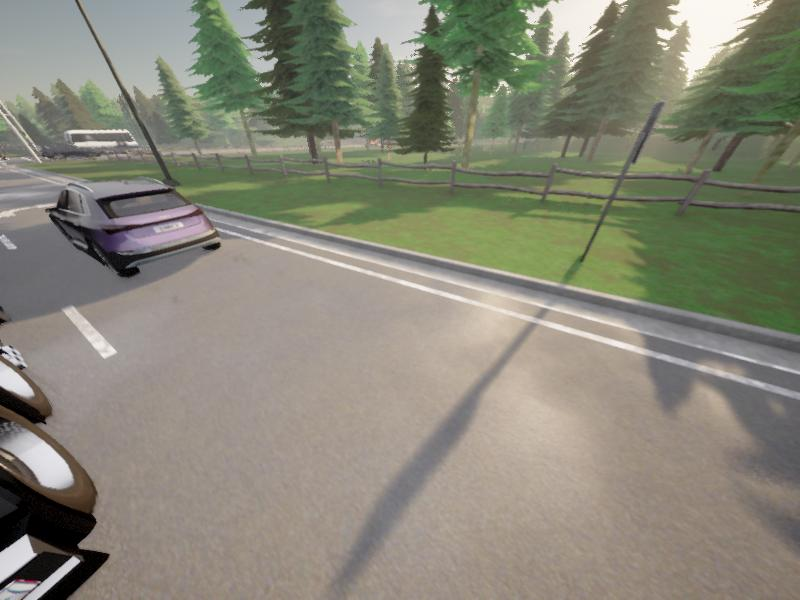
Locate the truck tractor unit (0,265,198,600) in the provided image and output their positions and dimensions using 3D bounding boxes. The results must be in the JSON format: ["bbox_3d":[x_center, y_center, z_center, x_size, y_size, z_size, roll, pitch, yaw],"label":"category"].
[{"bbox_3d":[-5.120,-0.290,0.779,6.516,4.208,3.053,18,39,24],"label":"truck tractor unit"}]

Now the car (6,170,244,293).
[{"bbox_3d":[-6.443,-1.970,5.482,4.856,1.649,2.033,17,39,25],"label":"car"}]

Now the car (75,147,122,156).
[{"bbox_3d":[-60.454,-29.918,46.455,2.033,1.411,5.357,18,39,24],"label":"car"}]

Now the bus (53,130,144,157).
[{"bbox_3d":[-62.405,-33.051,48.463,3.944,4.253,10.273,18,40,24],"label":"bus"}]

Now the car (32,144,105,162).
[{"bbox_3d":[-48.131,-21.565,33.747,2.150,2.045,5.566,18,39,25],"label":"car"}]

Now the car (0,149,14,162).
[{"bbox_3d":[-56.578,-19.139,30.835,1.837,1.490,4.892,3,35,7],"label":"car"}]
